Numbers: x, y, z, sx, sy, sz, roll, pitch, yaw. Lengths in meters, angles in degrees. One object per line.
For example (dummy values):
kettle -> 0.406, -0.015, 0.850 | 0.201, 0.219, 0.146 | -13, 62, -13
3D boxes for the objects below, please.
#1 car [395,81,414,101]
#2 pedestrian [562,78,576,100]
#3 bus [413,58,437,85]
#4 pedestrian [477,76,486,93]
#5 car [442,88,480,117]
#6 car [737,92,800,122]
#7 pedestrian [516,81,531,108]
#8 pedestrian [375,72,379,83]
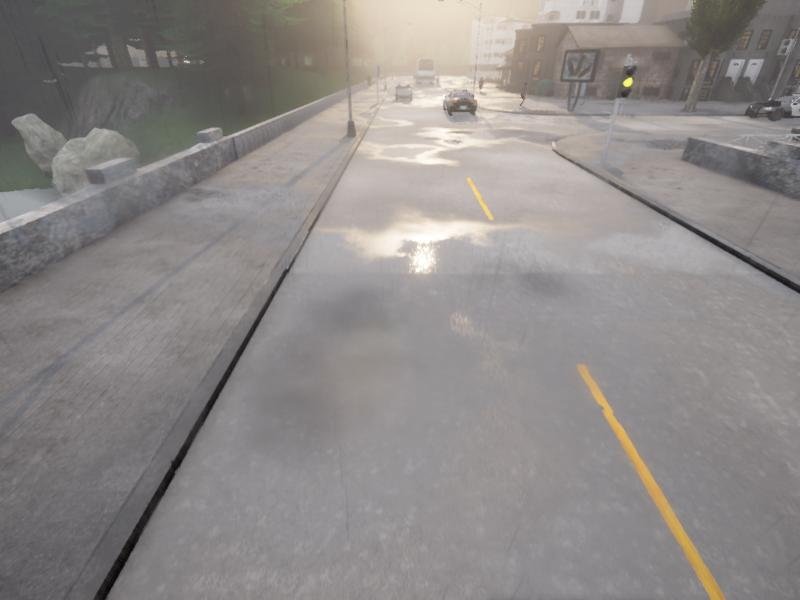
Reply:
car -> 0.392, -21.293, 40.770 | 1.851, 1.617, 3.988 | 0, 30, 0
pedestrian -> 16.738, -20.928, 39.641 | 0.751, 1.860, 0.751 | 27, 40, 38
bus -> 4.631, -43.583, 76.213 | 3.944, 4.253, 10.273 | 0, 30, 0
pedestrian -> 9.883, -26.284, 48.785 | 0.751, 1.860, 0.751 | -2, 30, -3
car -> 4.343, -14.524, 29.273 | 2.038, 1.542, 4.974 | 0, 30, 0
car -> 25.163, -12.408, 25.659 | 4.974, 1.542, 2.038 | 0, 30, 1
pedestrian -> 9.780, -16.339, 31.782 | 0.751, 1.860, 0.751 | 2, 30, 3
pedestrian -> -4.549, -44.461, 79.836 | 0.751, 1.860, 0.751 | -1, 30, -1
